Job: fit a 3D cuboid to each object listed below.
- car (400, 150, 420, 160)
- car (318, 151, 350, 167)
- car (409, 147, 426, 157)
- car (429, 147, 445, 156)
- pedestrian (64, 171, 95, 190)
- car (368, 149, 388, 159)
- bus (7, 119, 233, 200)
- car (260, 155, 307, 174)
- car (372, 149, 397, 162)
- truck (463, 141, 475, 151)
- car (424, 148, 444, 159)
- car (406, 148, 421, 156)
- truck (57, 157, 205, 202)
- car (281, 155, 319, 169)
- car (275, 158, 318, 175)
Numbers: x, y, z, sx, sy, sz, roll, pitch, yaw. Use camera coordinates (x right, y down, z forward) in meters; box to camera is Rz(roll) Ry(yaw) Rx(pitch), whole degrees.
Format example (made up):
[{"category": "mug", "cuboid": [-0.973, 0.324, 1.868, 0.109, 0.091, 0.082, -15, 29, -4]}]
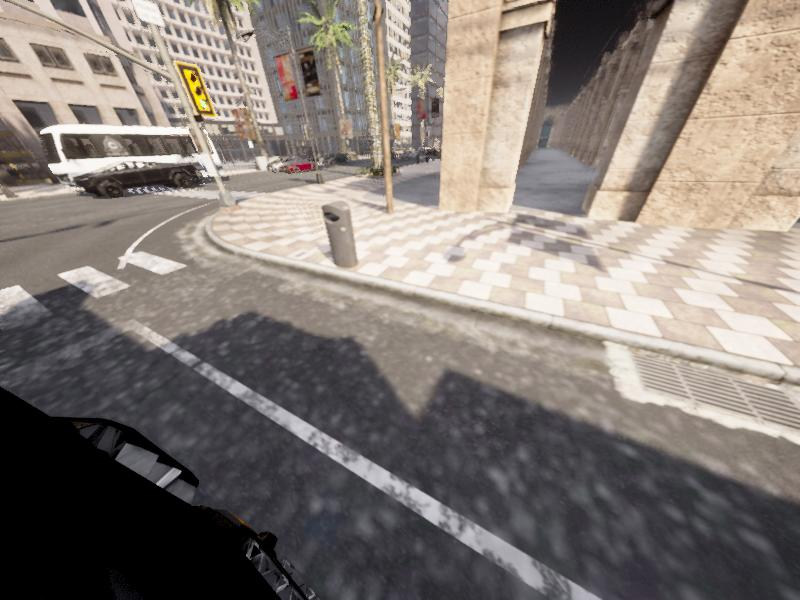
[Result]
[{"category": "car", "cuboid": [1.845, -26.956, 42.975, 1.895, 1.301, 4.718, 14, 37, 23]}, {"category": "car", "cuboid": [-10.232, -22.237, 36.346, 2.097, 1.767, 4.553, 14, 37, 24]}, {"category": "car", "cuboid": [4.105, -33.976, 53.022, 2.033, 1.649, 4.856, 14, 37, 23]}, {"category": "car", "cuboid": [8.790, -34.947, 54.218, 2.038, 1.542, 4.974, 14, 37, 23]}, {"category": "pedestrian", "cuboid": [-26.980, -10.075, 19.492, 0.751, 1.300, 0.751, -1, 34, 2]}, {"category": "car", "cuboid": [-4.784, -32.070, 50.677, 2.185, 1.767, 4.553, 14, 37, 23]}, {"category": "bus", "cuboid": [-20.745, -11.464, 18.778, 3.944, 4.253, 10.273, 14, 37, 24]}, {"category": "car", "cuboid": [-14.651, -17.276, 29.354, 2.242, 1.667, 4.611, 14, 37, 24]}, {"category": "car", "cuboid": [-2.742, -26.275, 41.954, 2.242, 1.667, 4.611, 14, 37, 24]}, {"category": "truck", "cuboid": [23.045, -51.616, 77.289, 2.627, 2.467, 5.204, 14, 37, 23]}, {"category": "car", "cuboid": [6.489, -28.001, 44.007, 2.128, 1.511, 4.902, 14, 37, 23]}, {"category": "car", "cuboid": [3.497, -37.572, 58.538, 2.038, 1.542, 4.974, 14, 37, 23]}, {"category": "truck", "cuboid": [-18.589, -8.841, 16.627, 2.390, 2.098, 6.274, 14, 37, 24]}, {"category": "car", "cuboid": [-14.900, -20.776, 34.787, 2.163, 1.488, 4.792, 14, 37, 23]}, {"category": "car", "cuboid": [-12.023, -15.822, 27.254, 1.994, 1.385, 4.181, 14, 37, 24]}]
